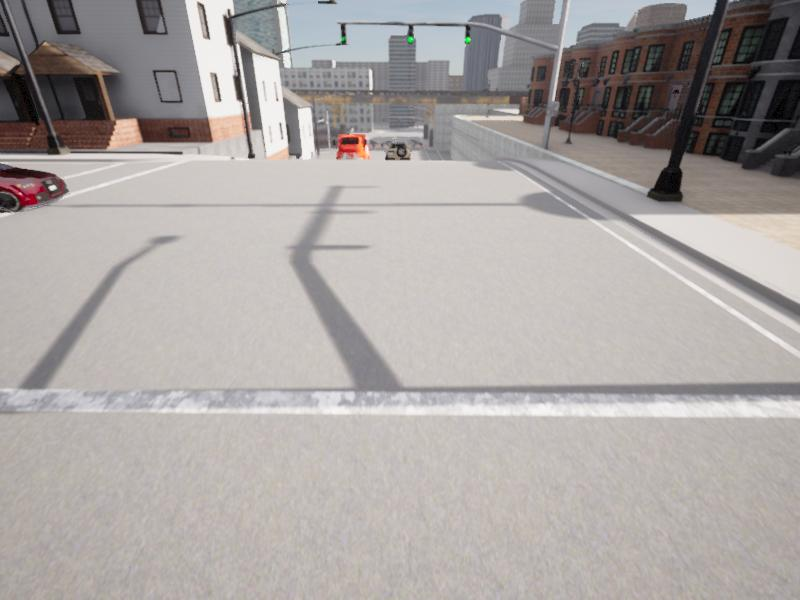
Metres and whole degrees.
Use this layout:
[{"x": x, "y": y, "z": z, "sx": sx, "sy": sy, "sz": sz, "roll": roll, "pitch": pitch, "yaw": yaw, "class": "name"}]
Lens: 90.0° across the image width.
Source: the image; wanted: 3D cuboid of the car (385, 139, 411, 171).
[{"x": -0.154, "y": -11.532, "z": 32.110, "sx": 1.932, "sy": 1.855, "sz": 4.605, "roll": -1, "pitch": 13, "yaw": 0, "class": "car"}]

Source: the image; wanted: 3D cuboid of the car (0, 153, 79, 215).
[{"x": -12.475, "y": -3.394, "z": 11.694, "sx": 4.181, "sy": 1.385, "sz": 1.994, "roll": -5, "pitch": 28, "yaw": -9, "class": "car"}]

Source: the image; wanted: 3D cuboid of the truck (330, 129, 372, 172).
[{"x": -3.679, "y": -11.622, "z": 31.498, "sx": 2.627, "sy": 2.467, "sz": 5.204, "roll": -1, "pitch": 14, "yaw": 0, "class": "truck"}]
